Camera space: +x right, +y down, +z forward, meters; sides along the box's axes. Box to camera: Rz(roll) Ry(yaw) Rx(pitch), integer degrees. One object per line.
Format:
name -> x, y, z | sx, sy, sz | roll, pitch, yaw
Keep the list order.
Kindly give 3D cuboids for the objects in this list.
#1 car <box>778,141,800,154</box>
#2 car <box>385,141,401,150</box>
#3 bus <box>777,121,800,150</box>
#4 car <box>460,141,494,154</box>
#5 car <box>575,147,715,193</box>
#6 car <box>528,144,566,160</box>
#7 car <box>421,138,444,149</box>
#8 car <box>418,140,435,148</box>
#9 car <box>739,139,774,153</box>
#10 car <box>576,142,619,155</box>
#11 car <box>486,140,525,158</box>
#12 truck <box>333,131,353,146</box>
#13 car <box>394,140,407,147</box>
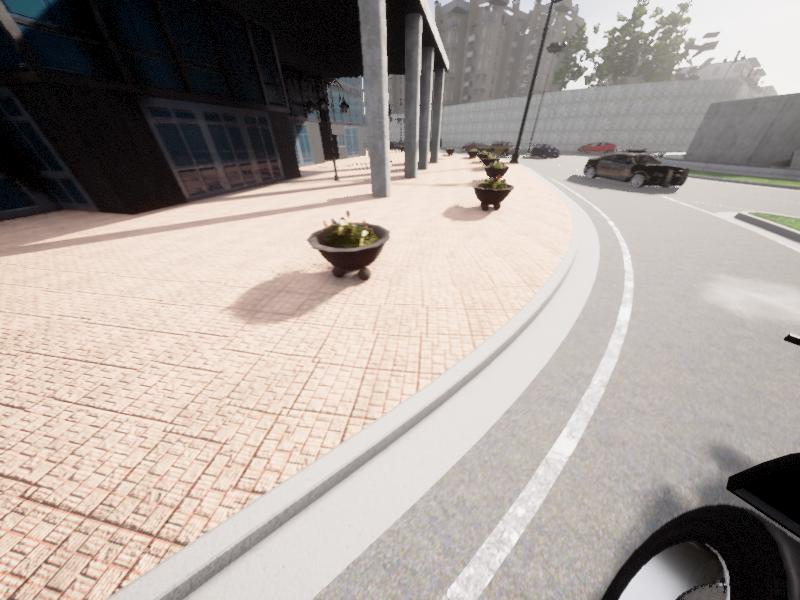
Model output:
car -> 59.449, -23.058, 34.807 | 5.008, 1.535, 1.882 | -21, 40, -27
car -> -1.597, -34.668, 51.755 | 1.851, 1.617, 3.988 | -21, 40, -27
bus -> 76.092, -30.702, 43.081 | 10.273, 4.253, 3.944 | -22, 40, -27
car -> 12.746, -25.546, 38.622 | 2.152, 1.651, 5.027 | -18, 39, -23
car -> 12.919, -7.423, 12.903 | 1.930, 1.638, 5.238 | -4, 36, -5
car -> 17.590, -17.895, 27.813 | 1.845, 1.501, 3.633 | -4, 35, -6
car -> 7.729, -37.763, 55.625 | 2.150, 2.045, 5.566 | -21, 40, -27
car -> 7.030, -41.773, 61.782 | 1.837, 1.490, 4.892 | -21, 40, -27
car -> 56.068, -24.273, 36.337 | 4.553, 1.767, 2.097 | -21, 40, -27
car -> 29.815, -23.083, 35.069 | 4.514, 1.525, 2.007 | 17, 39, 22
car -> 13.668, -19.798, 30.239 | 1.932, 1.855, 4.605 | -10, 36, -15
truck -> -19.290, -54.409, 77.898 | 2.891, 3.827, 8.468 | -21, 40, -27
car -> 0.146, -44.063, 65.064 | 1.851, 1.617, 3.988 | -21, 40, -27
